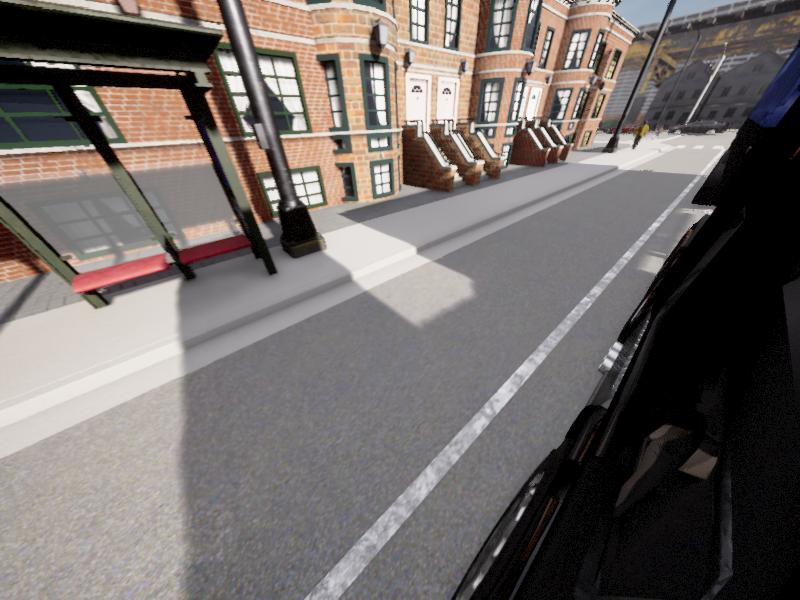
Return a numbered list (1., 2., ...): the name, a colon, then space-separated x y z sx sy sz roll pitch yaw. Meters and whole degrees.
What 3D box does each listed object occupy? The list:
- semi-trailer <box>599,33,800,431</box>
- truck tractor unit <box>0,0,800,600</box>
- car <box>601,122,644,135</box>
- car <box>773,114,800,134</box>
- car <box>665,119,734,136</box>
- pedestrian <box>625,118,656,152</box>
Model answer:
1. semi-trailer: 8.648 -3.637 4.279 14.254 4.402 2.717 -29 44 -30
2. truck tractor unit: 2.645 -0.295 0.351 6.516 4.208 3.053 -28 44 -30
3. car: 33.855 -26.139 35.288 1.994 1.385 4.181 -28 44 -30
4. car: 44.519 -18.868 24.698 2.242 1.667 4.611 -28 44 -30
5. car: 36.482 -21.085 28.287 1.837 1.490 4.892 -28 44 -30
6. pedestrian: 16.739 -11.509 16.120 0.751 1.860 0.751 28 46 34
